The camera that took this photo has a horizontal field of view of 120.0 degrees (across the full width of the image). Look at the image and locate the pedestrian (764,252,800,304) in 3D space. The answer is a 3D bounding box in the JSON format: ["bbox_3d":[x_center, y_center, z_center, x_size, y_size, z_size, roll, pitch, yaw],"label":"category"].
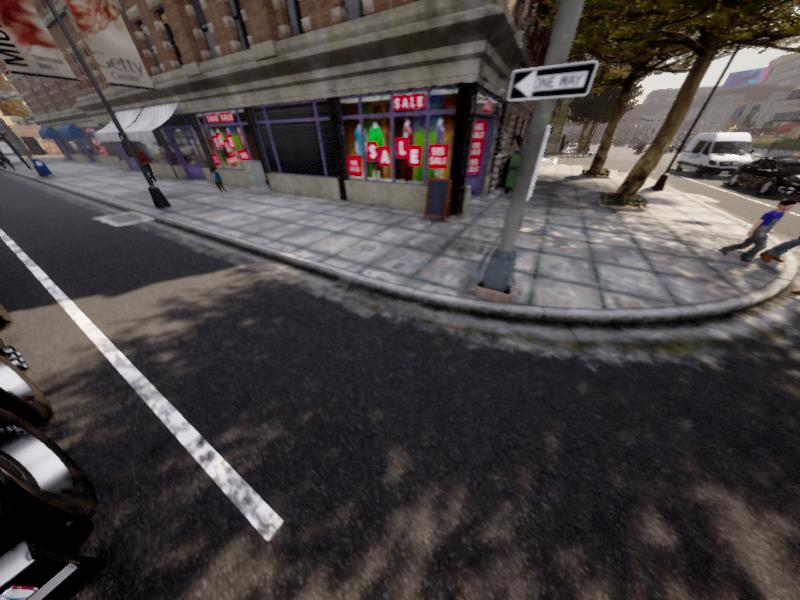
[{"bbox_3d":[7.003,-0.764,3.362,0.751,1.860,0.751,8,36,11],"label":"pedestrian"}]

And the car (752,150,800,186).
[{"bbox_3d":[24.269,-7.780,13.558,1.801,1.575,5.366,18,39,24],"label":"car"}]

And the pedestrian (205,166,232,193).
[{"bbox_3d":[-8.825,-5.850,11.236,0.500,1.100,0.500,18,39,24],"label":"pedestrian"}]

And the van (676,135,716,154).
[{"bbox_3d":[51.153,-27.042,40.123,1.988,2.561,5.915,18,39,24],"label":"van"}]

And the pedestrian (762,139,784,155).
[{"bbox_3d":[53.086,-21.843,32.921,0.751,1.860,0.751,26,43,33],"label":"pedestrian"}]

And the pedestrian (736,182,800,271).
[{"bbox_3d":[7.696,-1.536,4.200,0.751,1.860,0.751,-1,35,0],"label":"pedestrian"}]

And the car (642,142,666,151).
[{"bbox_3d":[52.052,-31.569,47.456,2.038,1.542,4.974,18,39,24],"label":"car"}]

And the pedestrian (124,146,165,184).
[{"bbox_3d":[-15.184,-8.043,13.788,0.751,1.860,0.751,19,39,25],"label":"pedestrian"}]

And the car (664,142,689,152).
[{"bbox_3d":[55.245,-30.705,46.274,1.816,1.474,4.193,18,39,24],"label":"car"}]

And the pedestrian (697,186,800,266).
[{"bbox_3d":[7.136,-1.468,4.598,0.751,1.300,0.751,-9,36,-12],"label":"pedestrian"}]

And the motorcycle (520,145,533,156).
[{"bbox_3d":[19.332,-22.839,35.287,0.764,1.277,2.356,-9,34,6],"label":"motorcycle"}]

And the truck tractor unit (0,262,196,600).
[{"bbox_3d":[-5.107,-0.304,0.794,6.516,4.208,3.053,18,39,24],"label":"truck tractor unit"}]

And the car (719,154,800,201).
[{"bbox_3d":[18.585,-6.072,11.238,1.837,1.490,4.892,18,39,24],"label":"car"}]

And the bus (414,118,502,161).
[{"bbox_3d":[7.412,-21.462,31.059,10.273,4.253,3.944,18,39,24],"label":"bus"}]

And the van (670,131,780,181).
[{"bbox_3d":[22.518,-10.443,16.566,1.988,2.561,5.915,18,39,24],"label":"van"}]

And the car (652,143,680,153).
[{"bbox_3d":[48.269,-27.742,42.077,1.837,1.490,4.892,18,39,24],"label":"car"}]

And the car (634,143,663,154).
[{"bbox_3d":[42.605,-26.100,39.762,2.128,1.511,4.902,18,39,24],"label":"car"}]
